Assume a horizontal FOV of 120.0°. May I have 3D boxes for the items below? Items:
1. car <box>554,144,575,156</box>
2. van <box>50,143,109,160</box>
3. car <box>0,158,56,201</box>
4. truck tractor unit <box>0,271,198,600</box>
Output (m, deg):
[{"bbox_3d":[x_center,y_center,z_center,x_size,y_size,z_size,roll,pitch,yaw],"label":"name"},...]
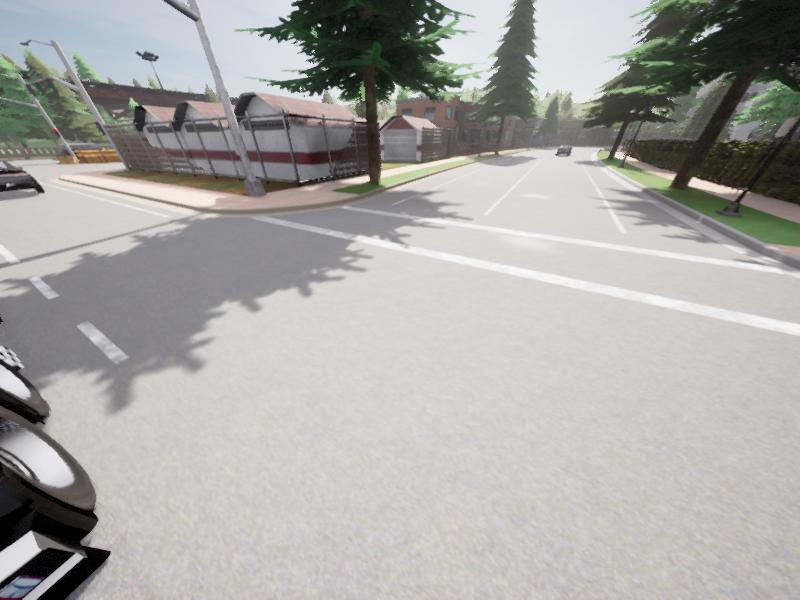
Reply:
[{"bbox_3d":[26.352,-24.021,36.959,2.033,1.411,5.357,21,40,28],"label":"car"},{"bbox_3d":[-47.353,-22.068,34.290,1.775,1.987,4.442,16,38,22],"label":"van"},{"bbox_3d":[-20.581,-6.251,11.802,4.902,1.511,2.128,17,38,23],"label":"car"},{"bbox_3d":[-5.124,-0.289,0.758,6.516,4.208,3.053,18,39,23],"label":"truck tractor unit"}]
